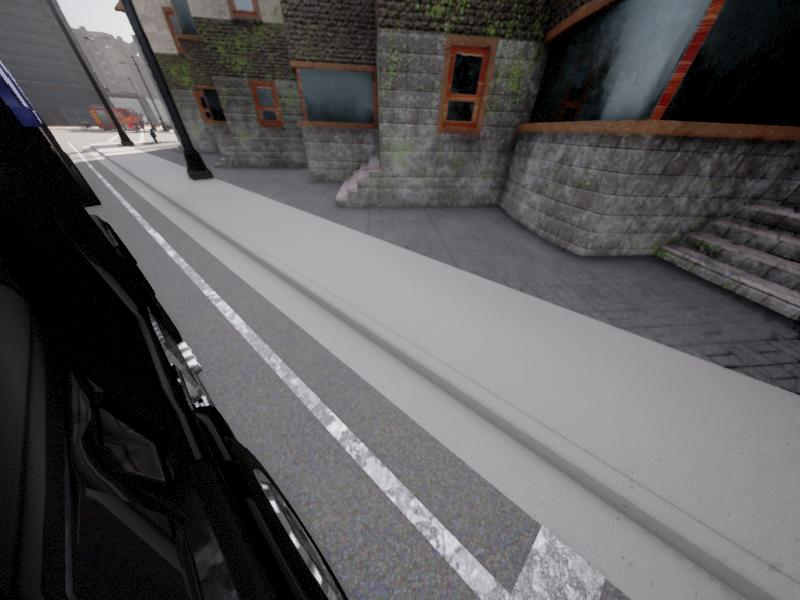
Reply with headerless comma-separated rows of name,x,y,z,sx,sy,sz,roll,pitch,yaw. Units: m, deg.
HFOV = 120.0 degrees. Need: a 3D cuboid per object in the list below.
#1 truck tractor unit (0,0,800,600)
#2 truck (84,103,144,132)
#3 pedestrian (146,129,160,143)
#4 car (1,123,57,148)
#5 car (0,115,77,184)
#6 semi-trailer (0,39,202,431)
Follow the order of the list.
truck tractor unit,-2.645,-0.295,0.351,6.516,4.208,3.053,28,44,30
truck,-53.919,-34.629,44.023,2.891,3.827,8.468,-10,39,-16
pedestrian,-23.771,-15.805,22.275,0.500,1.100,0.500,-25,44,-32
car,-30.108,-13.502,18.900,4.674,1.442,1.812,28,44,30
car,-16.339,-6.532,9.806,5.566,2.045,2.150,27,43,30
semi-trailer,-8.734,-3.563,4.218,14.254,4.402,2.717,28,43,30
